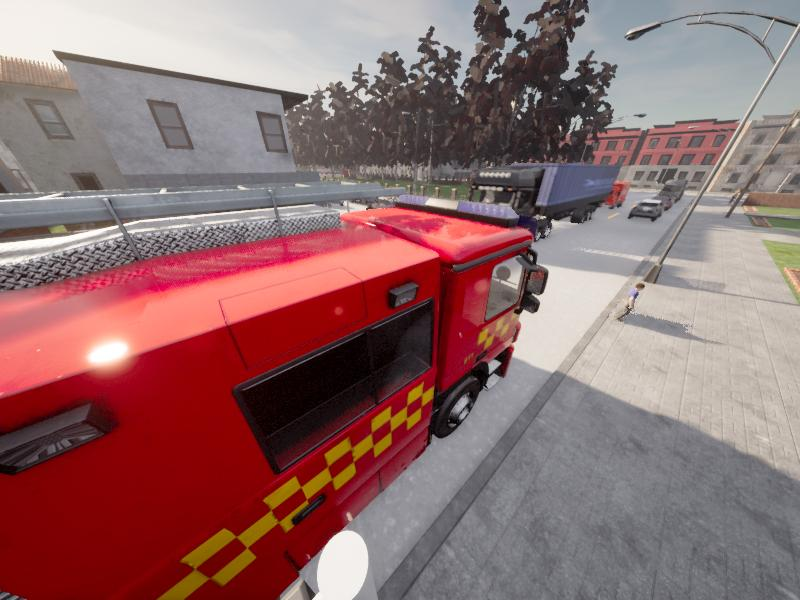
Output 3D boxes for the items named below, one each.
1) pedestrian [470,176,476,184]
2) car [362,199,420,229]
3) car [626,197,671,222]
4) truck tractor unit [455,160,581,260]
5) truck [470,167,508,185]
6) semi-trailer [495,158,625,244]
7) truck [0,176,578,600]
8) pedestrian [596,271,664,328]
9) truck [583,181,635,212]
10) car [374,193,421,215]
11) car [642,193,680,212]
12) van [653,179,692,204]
[{"bbox_3d":[18.562,-30.493,58.703,0.751,1.860,0.751,-23,37,-34],"label":"pedestrian"},{"bbox_3d":[-0.855,-7.169,18.910,2.128,1.511,4.902,-22,37,-33],"label":"car"},{"bbox_3d":[22.200,-8.142,20.632,3.806,1.475,1.970,-23,37,-34],"label":"car"},{"bbox_3d":[6.658,-5.423,13.176,6.516,4.208,3.053,-22,37,-34],"label":"truck tractor unit"},{"bbox_3d":[22.992,-32.325,60.162,2.891,3.827,8.468,-23,37,-34],"label":"truck"},{"bbox_3d":[12.713,-8.054,17.537,14.254,4.402,2.717,-23,37,-34],"label":"semi-trailer"},{"bbox_3d":[-1.857,0.930,2.570,8.468,3.827,2.891,-23,37,-34],"label":"truck"},{"bbox_3d":[6.356,-0.021,6.486,0.751,1.300,0.751,11,32,18],"label":"pedestrian"},{"bbox_3d":[23.143,-11.604,25.579,5.204,2.467,2.627,-25,38,-33],"label":"truck"},{"bbox_3d":[-0.326,-9.955,23.738,2.128,1.511,4.902,-23,37,-34],"label":"car"},{"bbox_3d":[28.492,-10.731,25.224,4.181,1.385,1.994,-23,37,-34],"label":"car"},{"bbox_3d":[35.529,-14.200,30.064,5.915,2.561,1.988,-23,37,-33],"label":"van"}]
